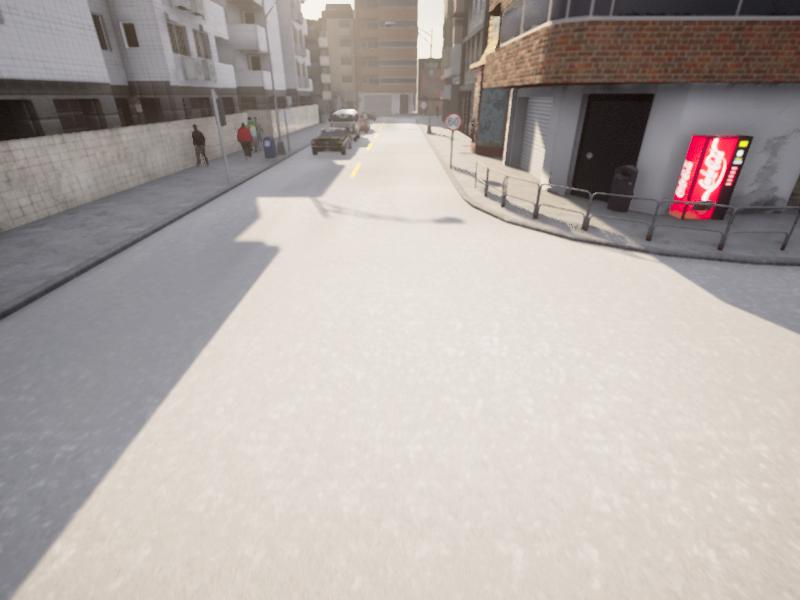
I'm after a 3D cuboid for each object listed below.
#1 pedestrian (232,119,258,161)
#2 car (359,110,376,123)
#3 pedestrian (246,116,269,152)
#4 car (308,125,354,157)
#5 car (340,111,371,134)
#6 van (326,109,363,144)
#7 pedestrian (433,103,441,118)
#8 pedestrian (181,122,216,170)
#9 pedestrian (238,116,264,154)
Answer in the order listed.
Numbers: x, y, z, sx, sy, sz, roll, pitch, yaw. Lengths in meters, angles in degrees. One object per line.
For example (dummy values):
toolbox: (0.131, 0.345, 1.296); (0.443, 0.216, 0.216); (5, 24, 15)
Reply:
pedestrian: (-7.585, -7.861, 19.657); (0.751, 1.860, 0.751); (-4, 27, -8)
car: (-4.085, -23.554, 51.156); (1.895, 1.301, 4.718); (0, 27, 0)
pedestrian: (-8.102, -9.478, 22.811); (0.751, 1.860, 0.751); (-1, 27, -2)
car: (-3.977, -9.480, 23.709); (1.895, 1.301, 4.718); (0, 27, 0)
car: (-3.955, -16.154, 36.316); (2.242, 1.667, 4.611); (0, 27, 0)
van: (-3.973, -12.860, 29.484); (2.069, 2.038, 4.480); (0, 27, 0)
pedestrian: (5.142, -26.169, 55.342); (0.751, 1.860, 0.751); (11, 29, 20)
pedestrian: (-8.729, -6.691, 17.377); (0.751, 1.860, 0.751); (0, 27, 1)
pedestrian: (-8.269, -9.184, 22.239); (0.751, 1.860, 0.751); (21, 34, 35)
